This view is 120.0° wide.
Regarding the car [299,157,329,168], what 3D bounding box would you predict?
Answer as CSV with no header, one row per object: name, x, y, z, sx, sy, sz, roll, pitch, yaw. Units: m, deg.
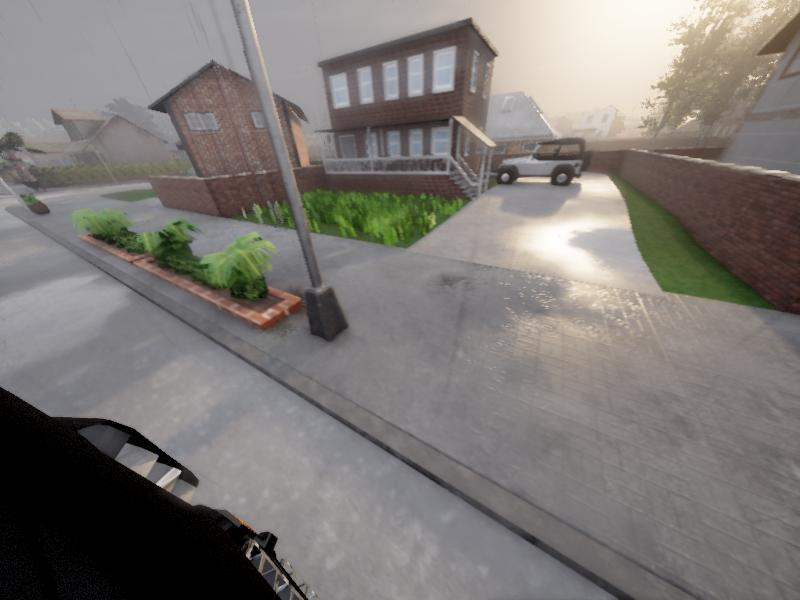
car,-15.044,-24.375,40.809,1.895,1.301,4.718,17,38,27

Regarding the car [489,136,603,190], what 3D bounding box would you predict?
car,6.577,-6.432,10.855,3.866,1.878,1.905,16,38,26

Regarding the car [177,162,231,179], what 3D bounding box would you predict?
car,-26.278,-17.557,31.179,1.882,1.535,5.008,16,38,27

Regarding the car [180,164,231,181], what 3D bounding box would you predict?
car,-23.716,-15.696,28.318,1.994,1.385,4.181,16,38,26
